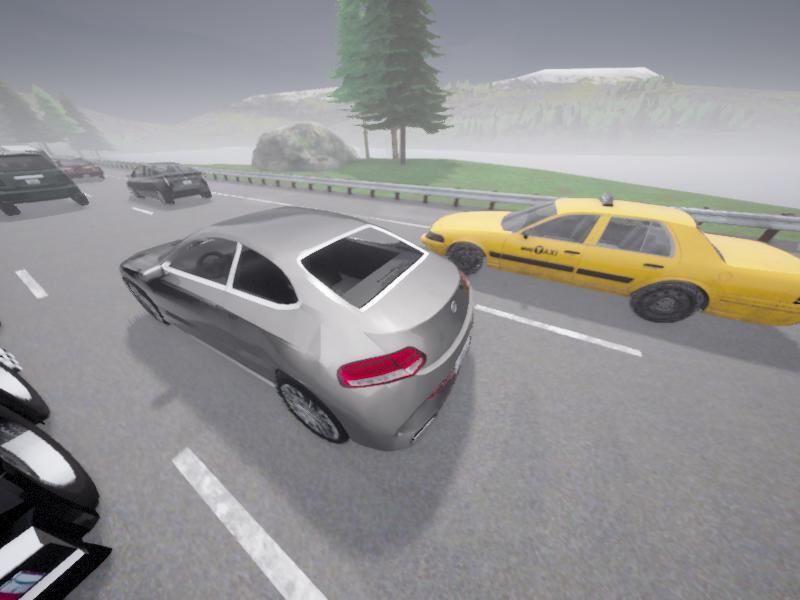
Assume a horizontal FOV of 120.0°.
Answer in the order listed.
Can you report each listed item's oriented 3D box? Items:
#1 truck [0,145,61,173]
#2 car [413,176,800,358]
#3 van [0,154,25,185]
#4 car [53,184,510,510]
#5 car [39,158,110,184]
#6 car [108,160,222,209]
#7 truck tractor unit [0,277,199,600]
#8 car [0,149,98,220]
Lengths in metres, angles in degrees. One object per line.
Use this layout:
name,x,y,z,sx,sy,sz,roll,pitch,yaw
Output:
truck,-37.719,-14.304,23.271,6.274,2.098,2.390,18,39,24
car,3.061,-1.112,4.205,5.366,1.575,1.801,18,39,24
van,-28.689,-9.105,15.726,4.480,2.038,2.069,18,39,24
car,-1.589,-0.314,3.077,5.027,1.651,2.152,18,39,24
car,-24.034,-9.618,17.051,4.718,1.301,1.895,18,39,24
car,-10.964,-5.554,10.828,4.514,1.525,2.007,18,39,24
truck tractor unit,-5.143,-0.263,0.761,6.516,4.208,3.053,17,38,23
car,-15.971,-5.064,9.735,5.566,2.045,2.150,18,39,24
